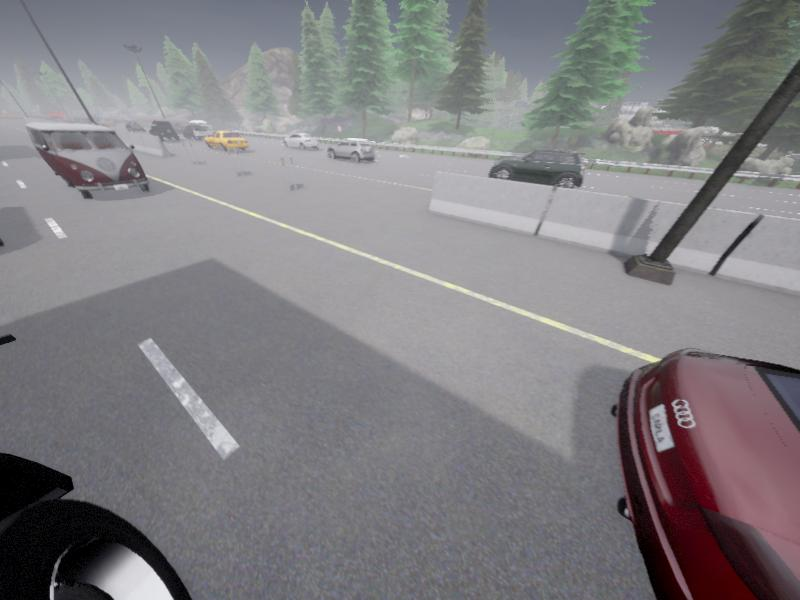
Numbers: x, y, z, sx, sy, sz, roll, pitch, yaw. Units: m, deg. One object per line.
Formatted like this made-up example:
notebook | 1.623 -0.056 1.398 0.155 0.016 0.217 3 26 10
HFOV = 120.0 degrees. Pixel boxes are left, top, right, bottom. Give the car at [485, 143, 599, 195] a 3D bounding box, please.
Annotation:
car | 7.251 -7.049 12.166 4.553 1.767 2.097 24 41 26

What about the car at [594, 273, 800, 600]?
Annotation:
car | 3.436 1.564 0.681 4.181 1.385 1.994 24 41 26

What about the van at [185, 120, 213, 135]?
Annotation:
van | -36.604 -31.410 42.075 4.480 2.038 2.069 25 43 27

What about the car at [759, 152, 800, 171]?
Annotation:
car | 47.320 -16.256 27.257 5.008 1.535 1.882 24 42 26

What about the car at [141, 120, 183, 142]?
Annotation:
car | -28.252 -20.084 27.455 3.866 1.878 1.905 24 41 26

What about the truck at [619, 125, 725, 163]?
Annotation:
truck | 36.882 -21.775 32.127 8.468 3.827 2.891 24 42 26

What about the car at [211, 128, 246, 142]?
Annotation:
car | -23.805 -22.948 32.089 4.718 1.301 1.895 24 41 26

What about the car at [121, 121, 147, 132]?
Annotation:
car | -47.044 -30.659 40.833 3.633 1.501 1.845 23 41 26

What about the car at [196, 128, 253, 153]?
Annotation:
car | -16.041 -14.617 21.105 5.366 1.575 1.801 24 41 26

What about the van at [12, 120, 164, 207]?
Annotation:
van | -10.586 -4.819 7.897 4.442 1.987 1.775 24 41 26

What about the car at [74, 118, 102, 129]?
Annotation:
car | -58.917 -33.317 43.645 4.974 1.542 2.038 23 41 26

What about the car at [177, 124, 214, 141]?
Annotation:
car | -26.621 -21.783 30.084 3.988 1.617 1.851 24 41 26

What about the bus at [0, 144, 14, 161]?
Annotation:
bus | -26.297 -10.171 12.248 10.273 4.253 3.944 23 41 26

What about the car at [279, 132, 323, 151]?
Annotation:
car | -10.785 -17.317 25.182 4.674 1.442 1.812 23 41 26

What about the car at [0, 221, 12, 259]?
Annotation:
car | -9.738 -1.843 4.101 4.553 1.767 2.097 24 41 26

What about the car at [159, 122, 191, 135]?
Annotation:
car | -38.991 -29.728 39.973 4.611 1.667 2.242 24 41 26

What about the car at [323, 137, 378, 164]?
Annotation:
car | -3.870 -11.781 18.121 3.806 1.475 1.970 24 41 26
